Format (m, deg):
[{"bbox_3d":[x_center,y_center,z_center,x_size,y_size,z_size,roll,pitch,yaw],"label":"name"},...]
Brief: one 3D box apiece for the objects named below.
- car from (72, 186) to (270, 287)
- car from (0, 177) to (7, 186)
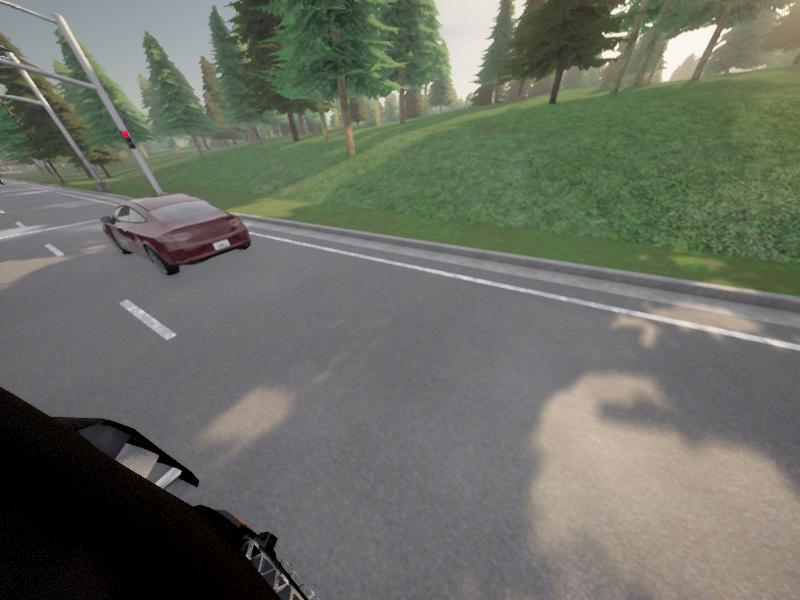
[{"bbox_3d":[-5.822,-1.898,5.882,4.674,1.442,1.812,16,39,26],"label":"car"},{"bbox_3d":[-56.881,-16.676,31.797,5.238,1.638,1.930,16,39,26],"label":"car"}]
